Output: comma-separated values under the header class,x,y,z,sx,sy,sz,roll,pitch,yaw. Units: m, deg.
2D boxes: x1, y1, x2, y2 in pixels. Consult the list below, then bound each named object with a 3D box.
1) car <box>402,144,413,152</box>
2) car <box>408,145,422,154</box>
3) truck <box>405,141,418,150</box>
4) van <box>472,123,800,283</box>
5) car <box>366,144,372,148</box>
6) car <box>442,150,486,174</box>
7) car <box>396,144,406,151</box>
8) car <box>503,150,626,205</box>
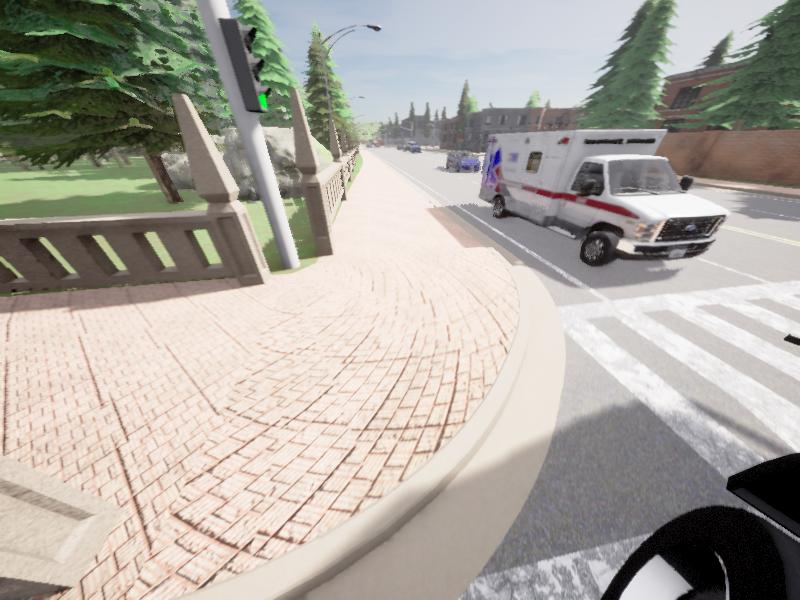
class,x,y,z,sx,sy,sz,roll,pitch,yaw
car,1.805,-37.575,57.174,1.837,1.490,4.892,-6,35,-7
car,3.224,-32.639,49.958,1.882,1.535,5.008,-6,35,-7
truck,3.320,-44.920,67.270,2.390,2.098,6.274,-6,35,-7
van,4.630,-3.212,6.464,2.351,2.431,6.366,-6,35,-7
car,-12.343,-62.069,93.050,2.033,1.411,5.357,-6,35,-7
car,5.483,-12.375,20.533,2.007,1.525,4.514,-6,35,-7
car,0.225,-43.051,65.230,2.033,1.411,5.357,-6,35,-7
car,7.321,-6.067,11.111,2.097,1.767,4.553,-6,35,-7
